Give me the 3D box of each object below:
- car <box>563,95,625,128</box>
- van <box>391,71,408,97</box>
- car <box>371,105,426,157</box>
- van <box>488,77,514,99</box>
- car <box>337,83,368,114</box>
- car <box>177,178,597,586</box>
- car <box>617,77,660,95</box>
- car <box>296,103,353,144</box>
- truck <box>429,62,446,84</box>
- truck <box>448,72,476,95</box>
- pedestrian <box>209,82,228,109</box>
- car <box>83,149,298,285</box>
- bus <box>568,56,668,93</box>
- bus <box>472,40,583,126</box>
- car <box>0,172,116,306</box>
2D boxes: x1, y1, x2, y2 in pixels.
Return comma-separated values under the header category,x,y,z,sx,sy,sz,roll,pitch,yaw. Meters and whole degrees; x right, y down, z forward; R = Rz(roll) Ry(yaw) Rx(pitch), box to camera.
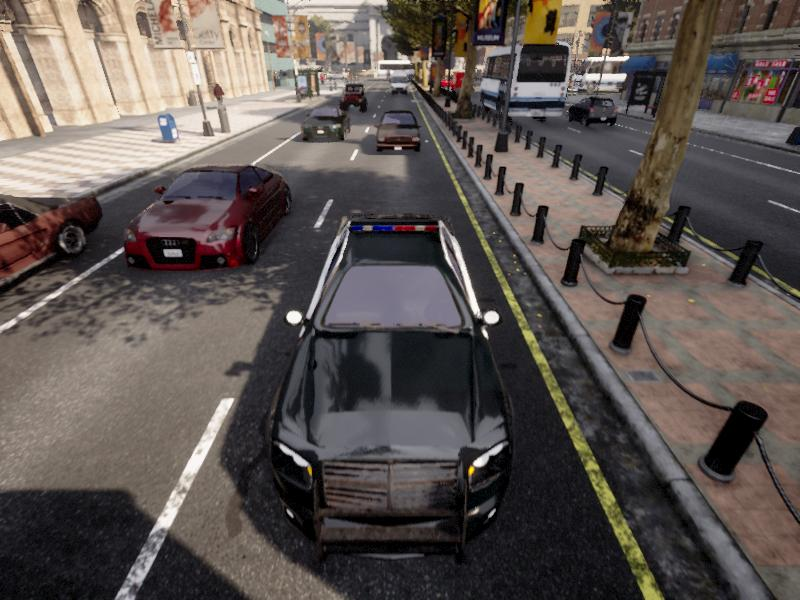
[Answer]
category,x,y,z,sx,sy,sz,roll,pitch,yaw
car,11.436,-11.315,23.921,1.845,1.501,3.633,0,30,0
van,-0.070,-26.237,48.473,1.988,2.561,5.915,0,30,0
car,-0.067,-7.538,17.563,2.033,1.411,5.357,0,30,0
van,11.434,-24.179,45.513,1.775,1.987,4.442,0,30,0
car,-3.564,-15.627,30.926,1.905,1.878,3.866,0,30,0
car,-0.063,0.020,4.474,2.038,1.542,4.974,0,30,0
car,30.367,-27.310,51.003,3.866,1.878,1.905,-1,30,-1
car,-3.565,-8.727,19.620,1.994,1.385,4.181,0,30,0
truck,7.940,-48.713,85.721,2.891,3.827,8.468,0,30,0
truck,7.944,-27.998,51.580,2.627,2.467,5.204,0,31,-1
pedestrian,-13.917,-15.716,30.745,0.751,1.860,0.751,-2,30,-3
car,-3.565,-1.895,7.913,1.994,1.385,4.181,0,30,0
bus,28.719,-30.043,53.342,10.273,4.253,3.944,0,30,-1
bus,7.815,-14.650,26.928,3.944,4.253,10.273,0,30,0
car,-6.815,-0.693,5.909,1.895,1.301,4.718,0,30,0
